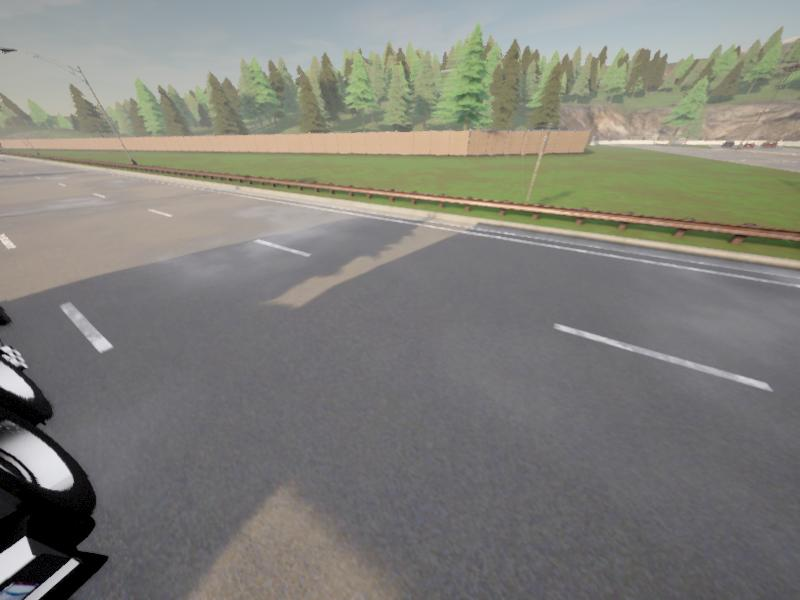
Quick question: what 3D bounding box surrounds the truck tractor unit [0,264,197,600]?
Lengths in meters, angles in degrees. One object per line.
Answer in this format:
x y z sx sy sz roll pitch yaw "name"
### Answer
-5.118 -0.290 0.785 6.516 4.208 3.053 18 39 24 "truck tractor unit"
